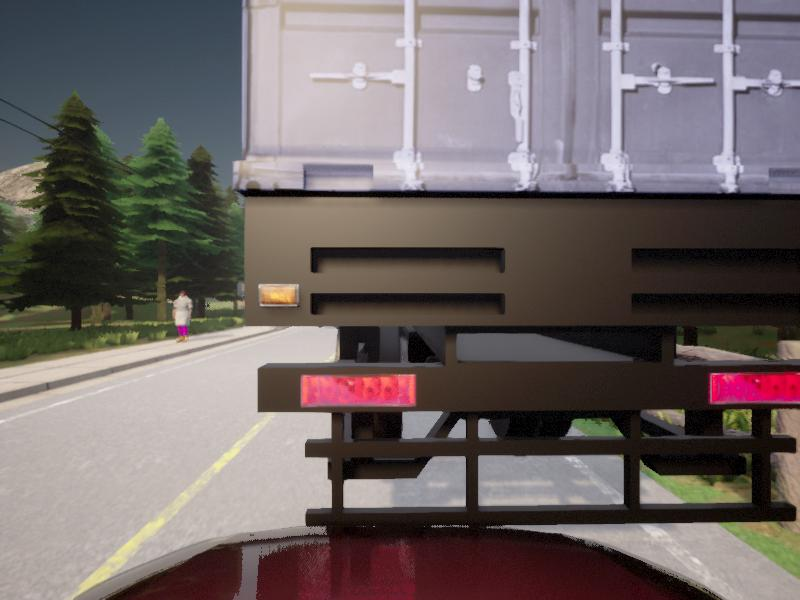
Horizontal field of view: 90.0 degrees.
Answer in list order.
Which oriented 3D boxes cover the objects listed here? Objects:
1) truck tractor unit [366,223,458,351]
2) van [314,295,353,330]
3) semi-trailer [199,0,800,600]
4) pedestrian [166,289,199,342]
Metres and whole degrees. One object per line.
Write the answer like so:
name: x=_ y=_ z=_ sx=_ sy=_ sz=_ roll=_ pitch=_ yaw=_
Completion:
truck tractor unit: x=0.196 y=-0.444 z=16.468 sx=3.053 sy=4.208 sz=6.516 roll=0 pitch=0 yaw=-4
van: x=-4.023 y=0.719 z=24.854 sx=1.775 sy=1.987 sz=4.442 roll=0 pitch=0 yaw=-2
semi-trailer: x=0.477 y=-0.577 z=8.564 sx=2.717 sy=4.402 sz=14.254 roll=0 pitch=0 yaw=-1
pedestrian: x=-7.827 y=0.559 z=14.411 sx=0.751 sy=1.860 sz=0.751 roll=0 pitch=0 yaw=1
